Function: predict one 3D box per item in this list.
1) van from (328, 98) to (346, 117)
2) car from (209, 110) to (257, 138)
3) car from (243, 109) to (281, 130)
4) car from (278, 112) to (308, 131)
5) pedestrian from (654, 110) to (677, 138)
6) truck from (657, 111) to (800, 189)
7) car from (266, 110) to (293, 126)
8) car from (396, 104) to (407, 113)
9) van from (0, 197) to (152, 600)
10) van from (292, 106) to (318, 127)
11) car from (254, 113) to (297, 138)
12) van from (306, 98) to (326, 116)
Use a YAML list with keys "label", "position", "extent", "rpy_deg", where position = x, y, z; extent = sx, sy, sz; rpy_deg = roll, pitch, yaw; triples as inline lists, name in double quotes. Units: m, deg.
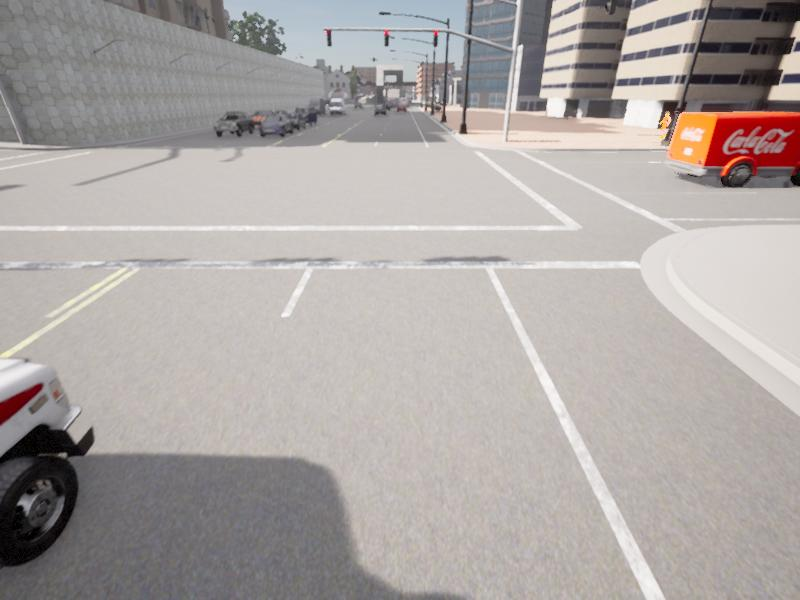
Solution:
- label: "van"
  position: [-10.264, -31.574, 65.496]
  extent: [1.988, 2.561, 5.915]
  rpy_deg: [0, 27, 0]
- label: "car"
  position: [-13.896, -14.851, 33.618]
  extent: [1.932, 1.855, 4.605]
  rpy_deg: [0, 27, 0]
- label: "car"
  position: [-13.866, -18.329, 40.500]
  extent: [2.097, 1.767, 4.553]
  rpy_deg: [0, 27, 0]
- label: "car"
  position: [-10.374, -17.421, 39.013]
  extent: [1.845, 1.501, 3.633]
  rpy_deg: [0, 27, 0]
- label: "pedestrian"
  position: [20.210, -13.388, 30.458]
  extent: [0.751, 1.860, 0.751]
  rpy_deg: [-3, 27, -6]
- label: "truck"
  position: [13.405, -5.702, 15.056]
  extent: [5.204, 2.467, 2.627]
  rpy_deg: [0, 27, 1]
- label: "car"
  position: [-13.841, -21.056, 46.177]
  extent: [1.816, 1.474, 4.193]
  rpy_deg: [0, 27, 0]
- label: "car"
  position: [0.306, -38.972, 81.161]
  extent: [2.007, 1.525, 4.514]
  rpy_deg: [0, 27, 0]
- label: "van"
  position: [-3.534, 1.843, 0.398]
  extent: [2.351, 2.431, 6.366]
  rpy_deg: [0, 27, 0]
- label: "van"
  position: [-10.350, -20.211, 43.955]
  extent: [1.775, 1.987, 4.442]
  rpy_deg: [0, 27, 0]
- label: "car"
  position: [-10.395, -14.822, 33.832]
  extent: [2.033, 1.649, 4.856]
  rpy_deg: [0, 27, 0]
- label: "van"
  position: [-13.761, -31.876, 66.091]
  extent: [1.988, 2.561, 5.915]
  rpy_deg: [0, 27, 0]
